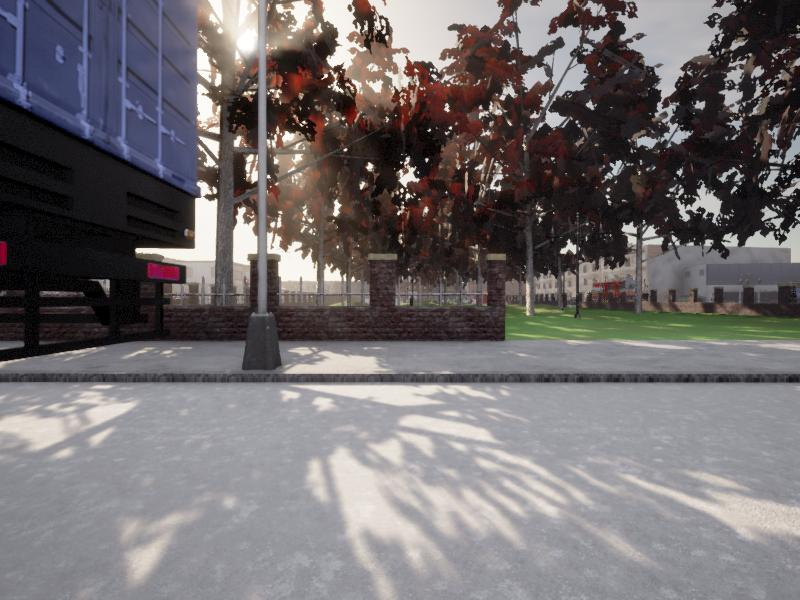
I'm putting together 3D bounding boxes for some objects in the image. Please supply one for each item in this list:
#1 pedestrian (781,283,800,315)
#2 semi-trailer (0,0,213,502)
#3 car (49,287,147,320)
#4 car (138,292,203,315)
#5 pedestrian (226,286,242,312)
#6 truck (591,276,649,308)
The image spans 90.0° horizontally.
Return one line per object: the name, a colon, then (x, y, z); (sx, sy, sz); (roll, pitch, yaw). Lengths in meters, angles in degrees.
pedestrian: (23.479, -0.067, 23.866); (0.751, 1.860, 0.751); (0, 0, 1)
semi-trailer: (-9.047, -1.218, 2.746); (14.254, 4.402, 2.717); (0, 0, 0)
car: (-16.851, 0.178, 22.717); (2.033, 1.649, 4.856); (0, 0, -2)
car: (-16.769, 0.236, 29.574); (2.128, 1.511, 4.902); (0, 0, -2)
pedestrian: (-11.642, -0.067, 28.057); (0.751, 1.860, 0.751); (0, 0, 1)
truck: (28.359, -0.923, 52.069); (2.891, 3.827, 8.468); (0, 0, 0)
